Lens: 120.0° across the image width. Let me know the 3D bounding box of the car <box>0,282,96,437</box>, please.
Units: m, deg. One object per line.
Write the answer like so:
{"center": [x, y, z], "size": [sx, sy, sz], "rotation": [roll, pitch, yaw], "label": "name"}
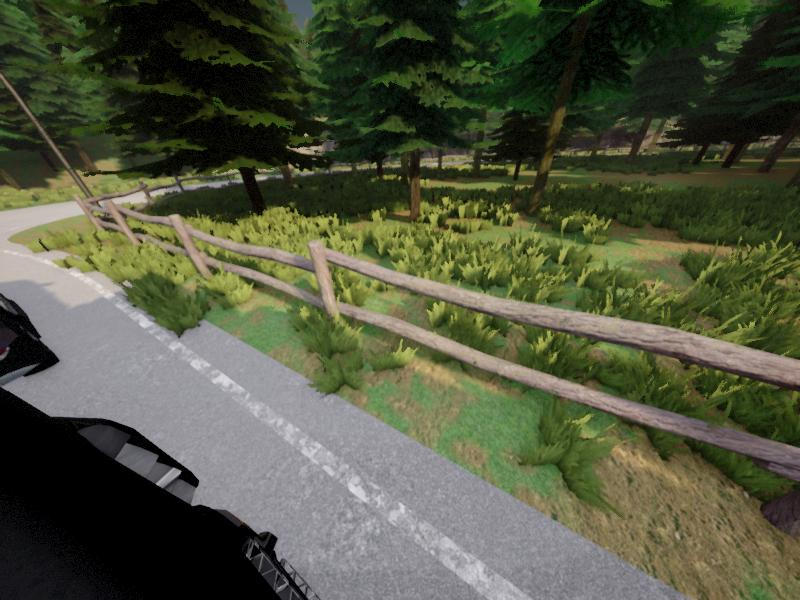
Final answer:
{"center": [-6.248, 0.278, 2.533], "size": [4.856, 1.649, 2.033], "rotation": [14, 37, 24], "label": "car"}
